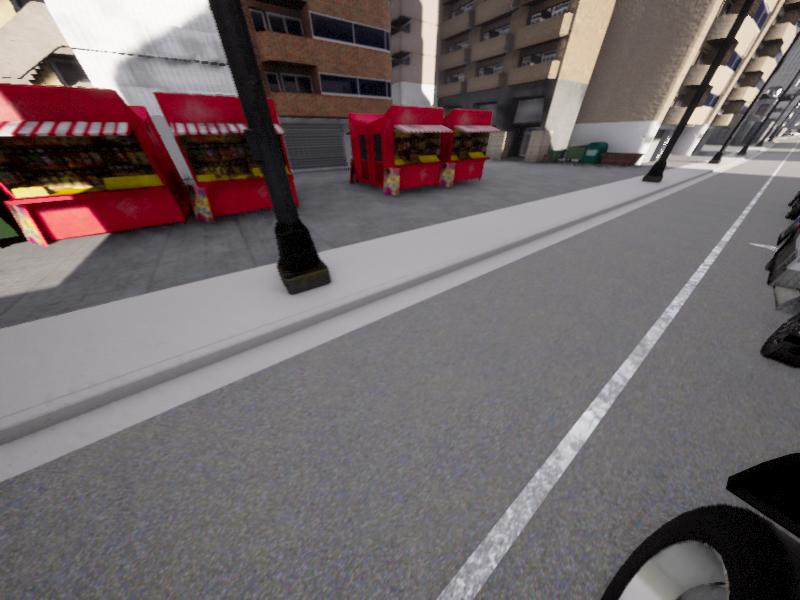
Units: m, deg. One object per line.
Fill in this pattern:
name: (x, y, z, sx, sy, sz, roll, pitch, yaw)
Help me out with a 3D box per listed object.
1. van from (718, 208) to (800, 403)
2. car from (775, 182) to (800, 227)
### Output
van: (7.094, -0.694, 2.780, 6.366, 2.431, 2.351, -22, 40, -28)
car: (14.701, -3.415, 7.455, 4.902, 1.511, 2.128, -22, 40, -28)
